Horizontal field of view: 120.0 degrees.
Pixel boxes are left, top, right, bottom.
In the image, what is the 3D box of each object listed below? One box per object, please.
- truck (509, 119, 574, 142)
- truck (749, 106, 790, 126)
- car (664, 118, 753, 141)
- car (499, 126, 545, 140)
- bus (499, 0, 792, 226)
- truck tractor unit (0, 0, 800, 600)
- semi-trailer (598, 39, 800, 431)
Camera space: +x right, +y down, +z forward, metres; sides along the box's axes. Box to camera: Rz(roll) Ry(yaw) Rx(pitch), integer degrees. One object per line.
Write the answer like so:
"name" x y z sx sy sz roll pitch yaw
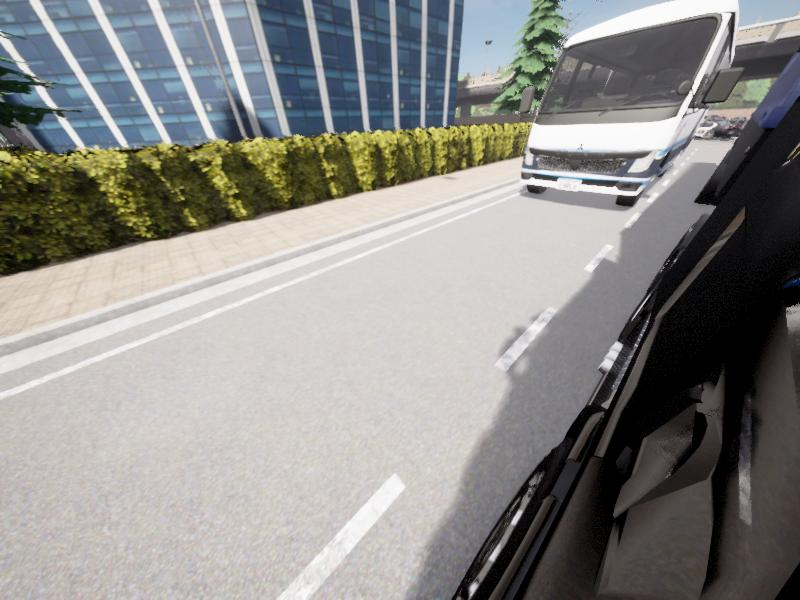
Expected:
"truck" 17.514 -21.286 29.034 2.390 2.098 6.274 -30 45 -31
"truck" 64.220 -32.099 40.276 5.204 2.467 2.627 -30 45 -31
"car" 29.824 -16.695 22.672 2.038 1.542 4.974 -3 36 1
"car" 17.544 -24.139 33.417 2.033 1.411 5.357 -30 45 -31
"bus" 8.512 -6.534 8.269 10.273 4.253 3.944 -30 45 -31
"truck tractor unit" 2.645 -0.295 0.351 6.516 4.208 3.053 -28 44 -30
"semi-trailer" 8.673 -3.625 4.248 14.254 4.402 2.717 -28 44 -30
